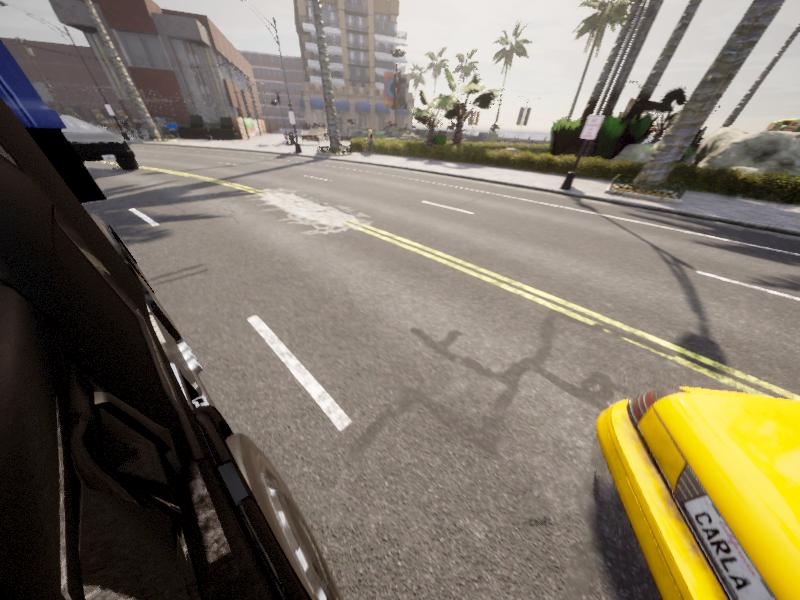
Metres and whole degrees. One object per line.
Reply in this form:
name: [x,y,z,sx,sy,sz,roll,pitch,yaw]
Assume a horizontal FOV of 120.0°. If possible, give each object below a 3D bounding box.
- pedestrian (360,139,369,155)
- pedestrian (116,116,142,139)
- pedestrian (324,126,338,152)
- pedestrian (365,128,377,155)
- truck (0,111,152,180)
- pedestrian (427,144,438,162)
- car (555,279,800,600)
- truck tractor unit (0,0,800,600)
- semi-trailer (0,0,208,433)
pedestrian: [-3.067,-13.272,20.036,0.500,1.100,0.500,31,45,33]
pedestrian: [-28.206,-17.968,24.114,0.751,1.860,0.751,-1,37,-6]
pedestrian: [-6.306,-14.675,21.076,0.751,1.860,0.751,7,37,6]
pedestrian: [-2.480,-13.566,19.831,0.751,1.860,0.751,-18,41,-25]
truck: [-15.309,-7.008,10.326,6.274,2.098,2.390,13,38,13]
pedestrian: [2.453,-11.048,17.401,0.500,1.100,0.500,24,42,26]
car: [3.910,1.478,0.594,5.366,1.575,1.801,10,38,9]
truck tractor unit: [-2.645,-0.295,0.351,6.516,4.208,3.053,28,44,30]
semi-trailer: [-9.133,-3.263,3.752,14.254,4.402,2.717,23,41,25]
